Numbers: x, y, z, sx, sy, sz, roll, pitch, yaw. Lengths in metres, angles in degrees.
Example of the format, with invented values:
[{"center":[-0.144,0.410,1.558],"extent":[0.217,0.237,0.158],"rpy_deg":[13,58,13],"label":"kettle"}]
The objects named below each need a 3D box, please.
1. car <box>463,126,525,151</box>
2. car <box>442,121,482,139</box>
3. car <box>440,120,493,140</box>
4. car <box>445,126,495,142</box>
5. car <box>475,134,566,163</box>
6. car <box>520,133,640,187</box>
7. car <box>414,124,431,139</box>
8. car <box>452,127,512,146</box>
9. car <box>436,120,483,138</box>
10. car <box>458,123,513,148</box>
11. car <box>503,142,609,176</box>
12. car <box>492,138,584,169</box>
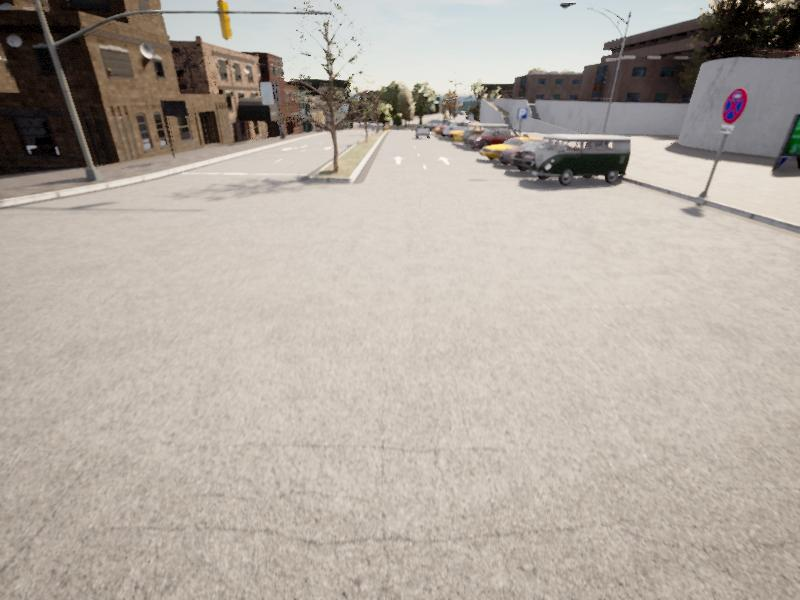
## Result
[{"center":[7.957,-13.748,34.028],"extent":[4.553,1.767,2.185],"rpy_deg":[-8,27,-19],"label":"car"},{"center":[7.744,-21.344,50.145],"extent":[4.442,1.987,1.878],"rpy_deg":[-7,26,-19],"label":"car"},{"center":[7.889,-20.143,47.481],"extent":[5.566,2.045,2.435],"rpy_deg":[-7,26,-19],"label":"car"},{"center":[7.877,-18.658,44.872],"extent":[5.008,1.535,2.097],"rpy_deg":[-8,27,-19],"label":"car"},{"center":[7.789,-9.837,25.910],"extent":[5.366,1.575,1.946],"rpy_deg":[-8,27,-19],"label":"car"},{"center":[7.897,-6.274,17.738],"extent":[4.442,1.987,1.878],"rpy_deg":[-8,27,-19],"label":"car"},{"center":[2.780,-21.004,49.814],"extent":[1.845,1.501,3.633],"rpy_deg":[0,25,0],"label":"car"},{"center":[8.070,-16.175,39.536],"extent":[5.366,1.575,1.946],"rpy_deg":[-8,26,-19],"label":"car"},{"center":[7.814,-22.615,52.866],"extent":[5.566,2.045,2.435],"rpy_deg":[-7,26,-19],"label":"car"},{"center":[7.809,-15.077,36.636],"extent":[4.442,1.987,1.878],"rpy_deg":[-8,27,-19],"label":"car"},{"center":[7.982,-7.308,20.594],"extent":[4.674,1.452,2.002],"rpy_deg":[-8,26,-19],"label":"car"},{"center":[7.977,-8.564,23.289],"extent":[4.674,1.452,2.002],"rpy_deg":[-8,27,-19],"label":"car"}]
